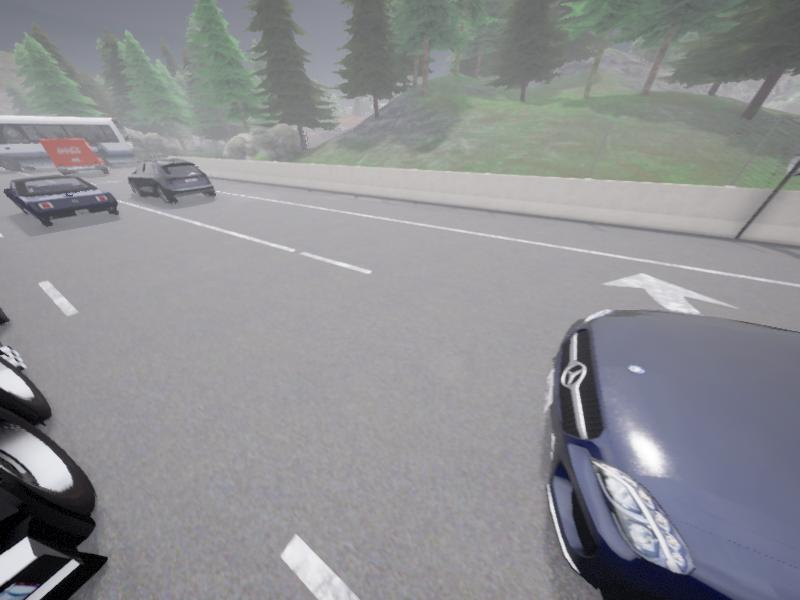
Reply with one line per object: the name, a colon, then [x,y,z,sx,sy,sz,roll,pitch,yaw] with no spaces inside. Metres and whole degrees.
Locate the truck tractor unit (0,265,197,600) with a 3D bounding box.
truck tractor unit: [-5.112,-0.299,0.782,6.516,4.208,3.053,18,39,24]

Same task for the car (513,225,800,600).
car: [3.453,1.234,0.779,5.027,1.651,2.152,18,39,24]

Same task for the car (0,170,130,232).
car: [-12.447,-3.774,8.410,4.718,1.301,1.895,18,39,24]

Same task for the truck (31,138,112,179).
truck: [-26.456,-11.753,18.977,5.204,2.467,2.627,29,46,35]

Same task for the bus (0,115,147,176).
bus: [-32.955,-15.088,22.331,10.273,4.253,3.944,-22,44,-28]

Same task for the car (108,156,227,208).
car: [-10.925,-5.722,10.903,4.856,1.649,2.033,18,39,24]
